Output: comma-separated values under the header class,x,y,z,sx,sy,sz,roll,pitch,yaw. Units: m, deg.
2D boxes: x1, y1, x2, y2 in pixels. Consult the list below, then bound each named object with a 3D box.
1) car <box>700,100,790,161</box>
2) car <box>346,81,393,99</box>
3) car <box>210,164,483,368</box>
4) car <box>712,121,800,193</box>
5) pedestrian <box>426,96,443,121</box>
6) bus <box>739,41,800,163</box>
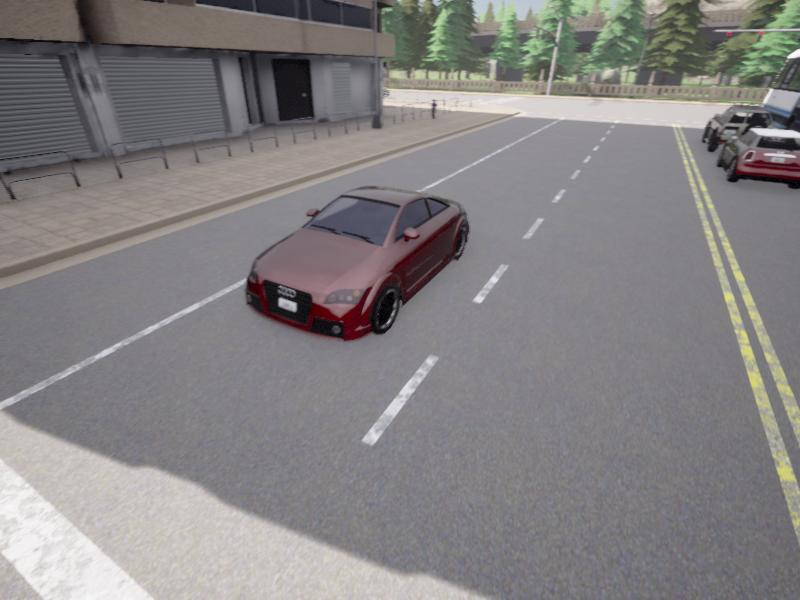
class,x,y,z,sx,sy,sz,roll,pitch,yaw
car,14.861,-7.592,17.581,1.932,1.855,4.605,16,34,24
car,-3.325,-22.899,43.642,4.892,1.490,1.837,17,34,24
car,-0.407,-0.965,6.338,1.994,1.385,4.181,16,34,25
car,11.931,-4.802,13.121,1.970,1.475,3.806,16,34,24
pedestrian,2.152,-12.009,25.065,0.751,1.300,0.751,17,34,25
bus,19.307,-9.081,17.889,3.944,4.253,10.273,16,34,24
